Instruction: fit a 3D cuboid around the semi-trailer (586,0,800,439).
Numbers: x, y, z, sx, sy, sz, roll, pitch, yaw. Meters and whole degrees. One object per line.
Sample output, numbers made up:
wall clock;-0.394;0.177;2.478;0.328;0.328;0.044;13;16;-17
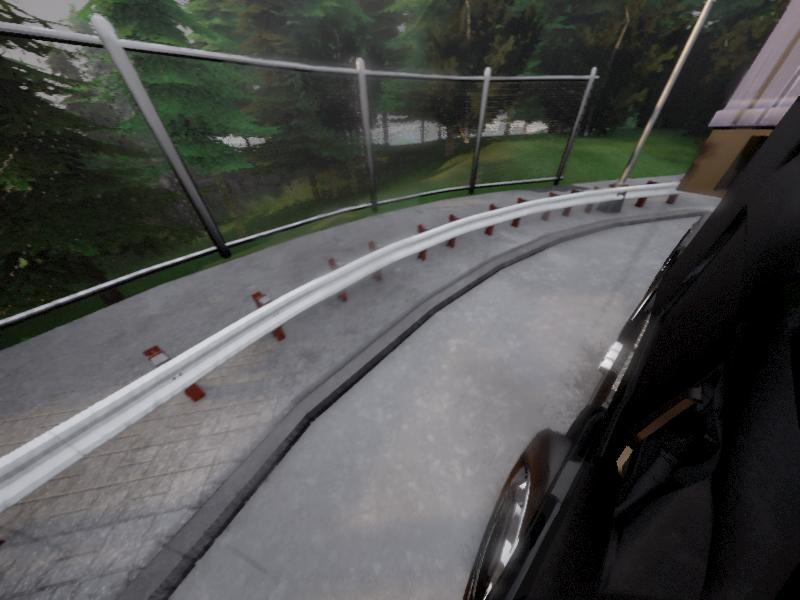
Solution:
semi-trailer;9.704;-2.607;2.836;14.254;4.402;2.717;-15;38;-15

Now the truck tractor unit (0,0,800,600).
truck tractor unit;2.645;-0.295;0.351;6.516;4.208;3.053;-28;44;-30
